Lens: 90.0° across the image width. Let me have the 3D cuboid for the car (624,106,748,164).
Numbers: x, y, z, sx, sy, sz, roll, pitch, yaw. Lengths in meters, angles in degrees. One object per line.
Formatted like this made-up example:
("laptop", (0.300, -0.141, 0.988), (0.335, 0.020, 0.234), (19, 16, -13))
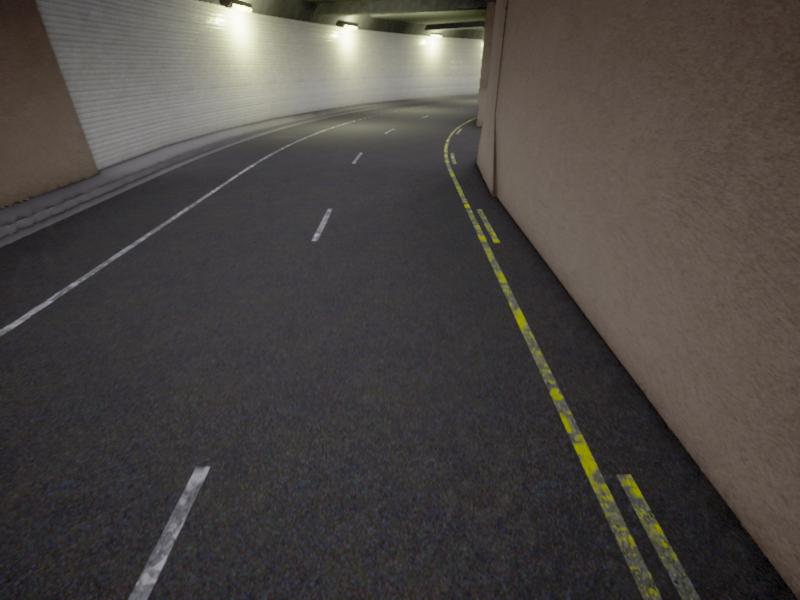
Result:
("car", (11.018, -6.703, 15.938), (2.007, 1.525, 4.514), (3, 30, 5))
